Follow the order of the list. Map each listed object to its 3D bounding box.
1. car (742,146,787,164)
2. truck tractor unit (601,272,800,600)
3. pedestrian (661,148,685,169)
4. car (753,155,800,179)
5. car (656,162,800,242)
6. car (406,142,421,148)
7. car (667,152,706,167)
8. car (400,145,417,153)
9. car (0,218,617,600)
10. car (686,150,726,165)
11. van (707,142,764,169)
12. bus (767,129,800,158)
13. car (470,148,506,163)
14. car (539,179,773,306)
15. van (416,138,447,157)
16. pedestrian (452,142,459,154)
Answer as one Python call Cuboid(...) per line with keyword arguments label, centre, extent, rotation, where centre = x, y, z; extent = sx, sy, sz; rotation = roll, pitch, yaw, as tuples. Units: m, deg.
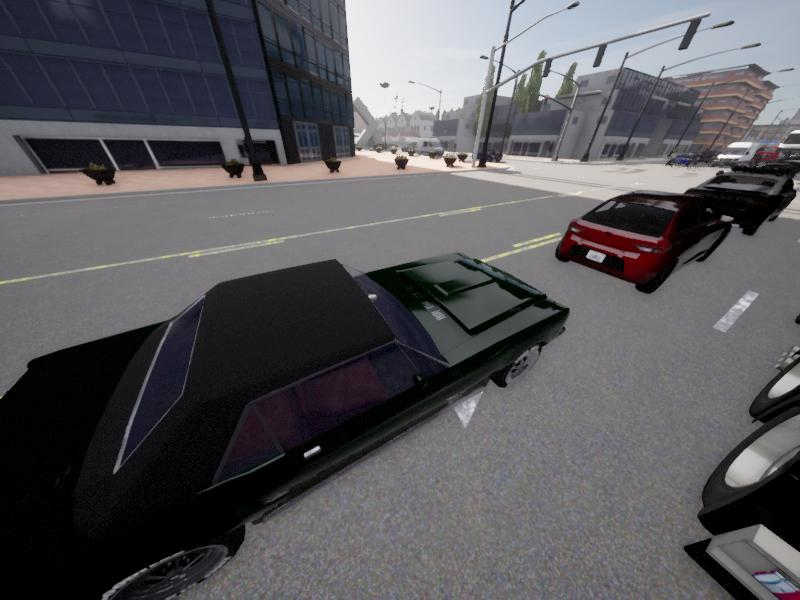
Cuboid(label="car", centre=(54.295, -21.613, 34.432), extent=(5.566, 2.045, 2.150), rotation=(-18, 39, -24))
Cuboid(label="truck tractor unit", centre=(5.123, -0.288, 0.765), extent=(6.516, 4.208, 3.053), rotation=(-18, 39, -24))
Cuboid(label="pedestrian", centre=(30.336, -15.759, 25.722), extent=(0.751, 1.860, 0.751), rotation=(14, 36, 17))
Cuboid(label="car", centre=(33.961, -11.324, 19.689), extent=(5.008, 1.535, 1.882), rotation=(-5, 35, -9))
Cuboid(label="car", centre=(11.383, -3.491, 7.706), extent=(5.238, 1.638, 1.930), rotation=(-18, 39, -24))
Cuboid(label="car", centre=(5.265, -61.624, 91.723), extent=(5.566, 2.045, 2.150), rotation=(-6, 35, -11))
Cuboid(label="car", centre=(36.804, -18.145, 29.711), extent=(4.193, 1.474, 1.816), rotation=(-17, 39, -24))
Cuboid(label="car", centre=(1.900, -34.281, 52.331), extent=(2.033, 1.411, 5.357), rotation=(-10, 36, -15))
Cuboid(label="car", centre=(-0.485, 0.414, 2.264), extent=(4.718, 1.301, 1.895), rotation=(-18, 39, -24))
Cuboid(label="car", centre=(43.496, -20.287, 32.828), extent=(5.238, 1.638, 1.930), rotation=(-17, 38, -24))
Cuboid(label="van", centre=(40.254, -17.365, 27.721), extent=(5.915, 2.561, 1.988), rotation=(-17, 38, -24))
Cuboid(label="bus", centre=(75.089, -29.255, 43.277), extent=(10.273, 4.253, 3.944), rotation=(-18, 39, -24))
Cuboid(label="car", centre=(11.387, -18.976, 30.231), extent=(1.816, 1.474, 4.193), rotation=(-17, 38, -24))
Cuboid(label="car", centre=(5.386, -1.535, 4.956), extent=(4.193, 1.474, 1.816), rotation=(-18, 39, -24))
Cuboid(label="van", centre=(5.188, -25.834, 39.106), extent=(1.988, 2.561, 5.915), rotation=(-17, 38, -24))
Cuboid(label="pedestrian", centre=(10.808, -29.724, 45.239), extent=(0.751, 1.860, 0.751), rotation=(-22, 41, -30))
